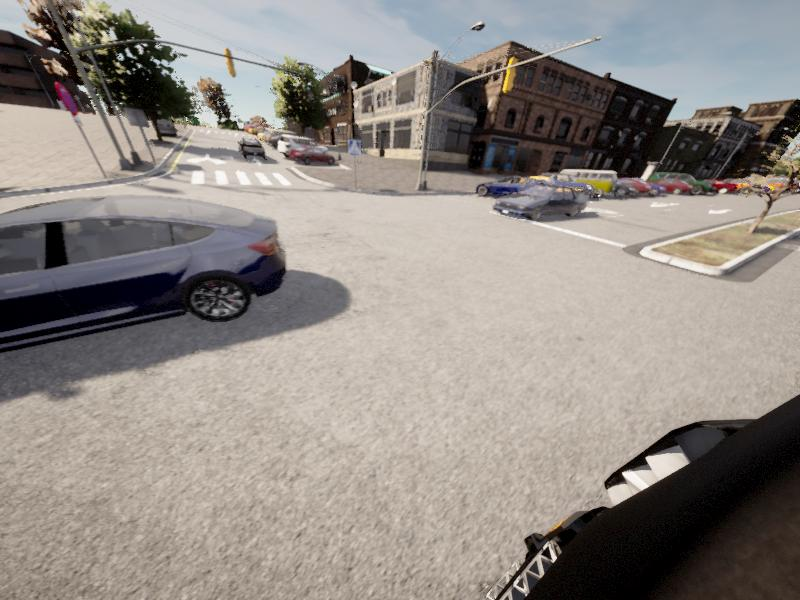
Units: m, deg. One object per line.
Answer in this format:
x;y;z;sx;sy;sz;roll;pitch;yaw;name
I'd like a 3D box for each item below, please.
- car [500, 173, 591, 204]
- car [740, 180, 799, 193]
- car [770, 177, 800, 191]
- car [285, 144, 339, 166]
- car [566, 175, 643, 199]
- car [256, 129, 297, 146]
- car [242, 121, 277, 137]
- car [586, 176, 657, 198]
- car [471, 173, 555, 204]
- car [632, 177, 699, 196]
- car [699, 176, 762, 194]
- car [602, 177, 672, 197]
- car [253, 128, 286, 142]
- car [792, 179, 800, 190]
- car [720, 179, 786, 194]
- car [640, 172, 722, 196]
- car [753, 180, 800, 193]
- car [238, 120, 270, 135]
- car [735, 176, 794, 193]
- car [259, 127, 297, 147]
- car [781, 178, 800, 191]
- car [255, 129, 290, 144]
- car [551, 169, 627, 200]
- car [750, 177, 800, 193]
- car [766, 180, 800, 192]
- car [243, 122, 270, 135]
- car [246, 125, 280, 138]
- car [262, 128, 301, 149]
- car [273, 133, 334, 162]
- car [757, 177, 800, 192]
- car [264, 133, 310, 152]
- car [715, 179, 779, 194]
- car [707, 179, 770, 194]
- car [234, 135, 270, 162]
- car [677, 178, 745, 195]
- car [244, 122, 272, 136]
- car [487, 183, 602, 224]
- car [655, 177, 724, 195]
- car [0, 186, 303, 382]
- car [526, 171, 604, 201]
10.809;-8.632;17.606;5.366;1.575;1.946;27;38;34;car
60.146;-18.630;37.819;2.163;1.488;4.792;-24;40;-36;car
74.107;-21.300;42.719;2.435;2.045;5.566;-23;39;-36;car
-8.729;-14.603;23.313;2.002;1.452;4.674;29;39;27;car
18.755;-10.552;21.365;4.892;1.521;2.231;27;39;35;car
-19.779;-26.175;37.258;1.946;1.575;5.366;29;39;27;car
-29.534;-36.093;48.778;2.435;2.045;5.566;29;39;26;car
21.469;-11.112;22.563;4.674;1.452;2.002;28;40;35;car
7.947;-8.131;16.643;4.792;1.488;2.163;27;39;34;car
29.650;-12.858;26.047;4.674;1.452;2.002;29;40;36;car
46.238;-16.241;32.542;2.185;1.767;4.553;-25;40;-37;car
24.189;-11.707;23.745;4.674;1.452;2.002;28;39;36;car
-23.103;-29.344;41.107;2.002;1.452;4.674;29;39;26;car
85.315;-23.222;46.722;2.435;2.045;5.566;-23;39;-36;car
54.455;-17.736;35.859;1.946;1.575;5.366;-24;40;-36;car
32.429;-13.665;27.022;2.435;2.045;5.566;-25;41;-38;car
65.753;-19.620;39.812;2.097;1.535;5.008;-23;39;-36;car
-34.453;-40.821;54.692;2.435;2.045;5.566;25;36;29;car
57.465;-18.302;36.583;1.878;1.987;4.442;-23;39;-36;car
-18.336;-24.598;34.941;1.878;1.987;4.442;29;39;26;car
79.732;-22.252;44.707;2.435;2.045;5.566;-23;39;-36;car
-21.490;-27.707;39.134;2.002;1.452;4.674;29;39;26;car
16.149;-10.092;19.976;4.442;1.987;1.878;27;39;35;car
63.052;-19.280;38.614;1.878;1.987;4.442;-23;39;-36;car
71.332;-20.591;41.829;2.097;1.535;5.008;-23;39;-36;car
-32.806;-39.239;52.818;2.185;1.767;4.553;26;37;27;car
-27.814;-34.345;47.107;1.946;1.575;5.366;28;39;26;car
-16.737;-22.957;32.961;1.878;1.987;4.442;29;40;26;car
-10.277;-16.487;25.141;2.435;2.045;5.566;29;39;27;car
68.531;-20.329;40.703;2.435;2.045;5.566;-23;39;-36;car
-15.111;-21.181;31.192;2.231;1.521;4.892;29;39;27;car
51.792;-17.167;34.727;2.097;1.535;5.008;-23;39;-37;car
49.012;-16.651;33.669;2.231;1.521;4.892;-24;40;-36;car
-14.075;-14.448;21.933;2.128;1.511;4.902;-15;41;-30;car
40.670;-15.095;30.477;2.097;1.535;5.008;-25;41;-37;car
-31.204;-37.632;50.819;2.185;1.767;4.553;28;39;26;car
7.232;-4.964;11.538;5.357;1.411;2.033;-14;35;-25;car
35.146;-14.018;28.290;2.097;1.535;5.008;-25;41;-38;car
-4.106;-0.452;2.978;4.792;1.488;2.163;-15;37;-26;car
13.342;-9.444;18.896;4.553;1.767;2.185;27;39;35;car
